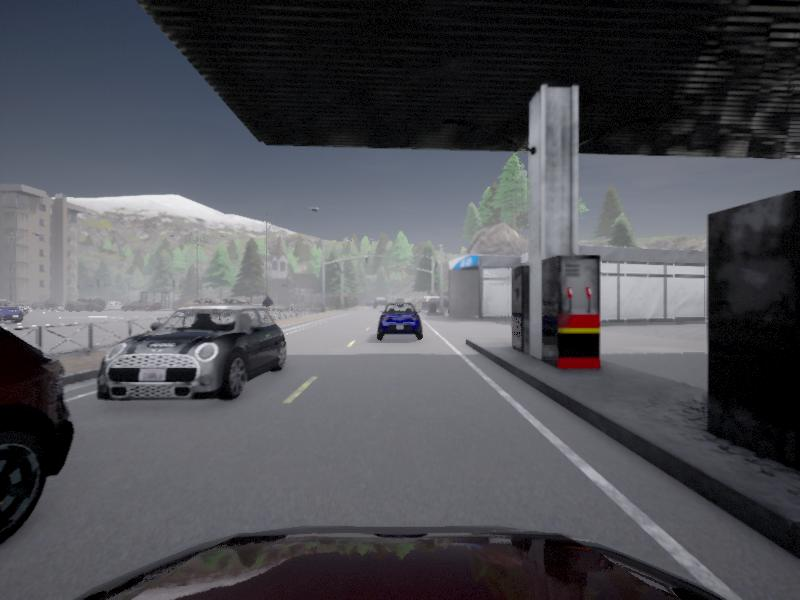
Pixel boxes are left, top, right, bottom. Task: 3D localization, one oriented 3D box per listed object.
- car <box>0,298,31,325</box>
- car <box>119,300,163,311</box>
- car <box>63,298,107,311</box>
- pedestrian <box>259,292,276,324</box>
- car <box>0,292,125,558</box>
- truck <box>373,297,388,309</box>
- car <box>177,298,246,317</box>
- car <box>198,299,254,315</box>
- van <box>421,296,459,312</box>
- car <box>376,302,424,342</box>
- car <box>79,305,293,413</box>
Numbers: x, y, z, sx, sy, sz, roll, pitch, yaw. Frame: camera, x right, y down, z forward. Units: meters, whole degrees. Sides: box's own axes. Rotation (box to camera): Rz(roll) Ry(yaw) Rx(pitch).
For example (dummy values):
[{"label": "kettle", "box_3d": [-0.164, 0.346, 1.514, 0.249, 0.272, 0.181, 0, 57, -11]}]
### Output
[{"label": "car", "box_3d": [-24.042, 0.639, 23.136, 3.633, 1.501, 1.845, 0, 0, -1]}, {"label": "car", "box_3d": [-35.899, 0.793, 55.563, 4.792, 1.488, 2.163, 0, 0, -1]}, {"label": "car", "box_3d": [-43.564, 0.595, 55.442, 4.605, 1.855, 1.932, 0, 0, -1]}, {"label": "pedestrian", "box_3d": [-7.769, 0.460, 23.535, 0.751, 1.860, 0.751, 0, 0, 0]}, {"label": "car", "box_3d": [-3.500, 0.777, 1.180, 2.033, 1.649, 4.856, 0, 0, 0]}, {"label": "truck", "box_3d": [-3.537, 0.462, 73.217, 2.390, 2.098, 6.274, 0, 0, -1]}, {"label": "car", "box_3d": [-16.438, 0.637, 35.027, 5.027, 1.636, 2.152, 0, 0, -1]}, {"label": "car", "box_3d": [-16.509, 0.643, 38.164, 4.514, 1.523, 2.007, 0, 0, -1]}, {"label": "van", "box_3d": [5.202, 0.518, 52.361, 4.480, 2.038, 2.069, 0, -1, -17]}, {"label": "car", "box_3d": [-0.002, 0.836, 17.237, 1.816, 1.474, 4.193, 0, 0, 0]}, {"label": "car", "box_3d": [-3.501, 0.845, 7.503, 1.970, 1.475, 3.806, 0, 0, 0]}]
